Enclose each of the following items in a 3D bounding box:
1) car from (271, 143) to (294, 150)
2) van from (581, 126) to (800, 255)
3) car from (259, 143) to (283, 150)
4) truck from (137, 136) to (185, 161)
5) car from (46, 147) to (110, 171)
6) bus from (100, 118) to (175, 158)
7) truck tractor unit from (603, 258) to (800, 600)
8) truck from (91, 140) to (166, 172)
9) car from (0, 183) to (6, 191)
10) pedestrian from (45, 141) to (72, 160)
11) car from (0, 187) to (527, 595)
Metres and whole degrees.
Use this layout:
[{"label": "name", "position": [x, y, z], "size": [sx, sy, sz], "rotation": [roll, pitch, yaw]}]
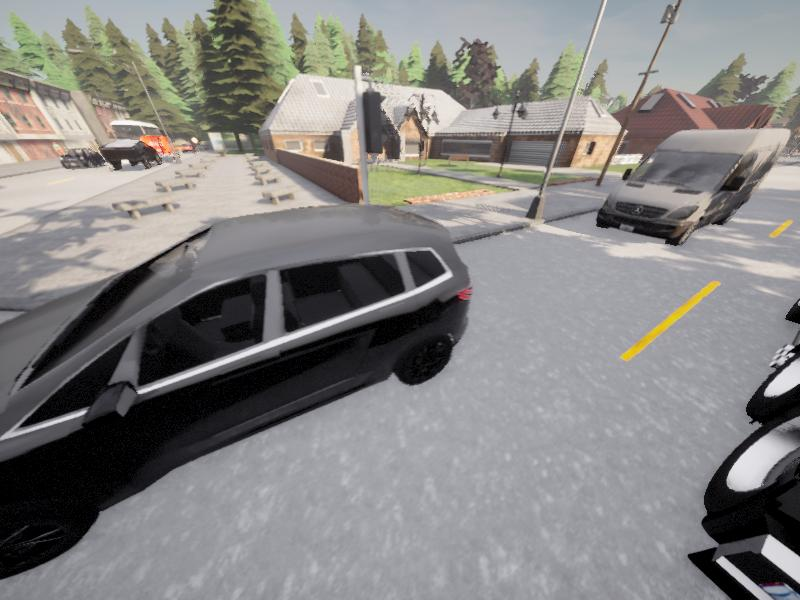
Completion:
[{"label": "car", "position": [-31.580, -41.278, 62.169], "size": [4.902, 1.511, 2.128], "rotation": [-18, 39, -24]}, {"label": "van", "position": [8.653, -3.501, 6.868], "size": [5.915, 2.561, 1.988], "rotation": [-18, 39, -23]}, {"label": "car", "position": [-35.755, -42.591, 63.935], "size": [5.366, 1.575, 1.801], "rotation": [-18, 39, -24]}, {"label": "truck", "position": [-29.699, -19.074, 29.008], "size": [2.627, 2.467, 5.204], "rotation": [-18, 39, -24]}, {"label": "car", "position": [-28.037, -12.443, 20.309], "size": [1.845, 1.501, 3.633], "rotation": [-18, 39, -24]}, {"label": "bus", "position": [-38.412, -24.099, 34.593], "size": [3.944, 4.253, 10.273], "rotation": [-18, 39, -24]}, {"label": "truck tractor unit", "position": [5.100, -0.311, 0.796], "size": [6.516, 4.208, 3.053], "rotation": [-19, 39, -25]}, {"label": "truck", "position": [-23.835, -13.066, 20.743], "size": [2.390, 2.098, 6.274], "rotation": [-18, 39, -24]}, {"label": "car", "position": [-20.879, -5.334, 10.090], "size": [1.851, 1.617, 3.988], "rotation": [-18, 39, -24]}, {"label": "pedestrian", "position": [-38.963, -17.101, 26.403], "size": [0.751, 1.860, 0.751], "rotation": [-20, 40, -26]}, {"label": "car", "position": [-1.477, 0.099, 2.383], "size": [4.611, 1.667, 2.242], "rotation": [-17, 38, -23]}]
